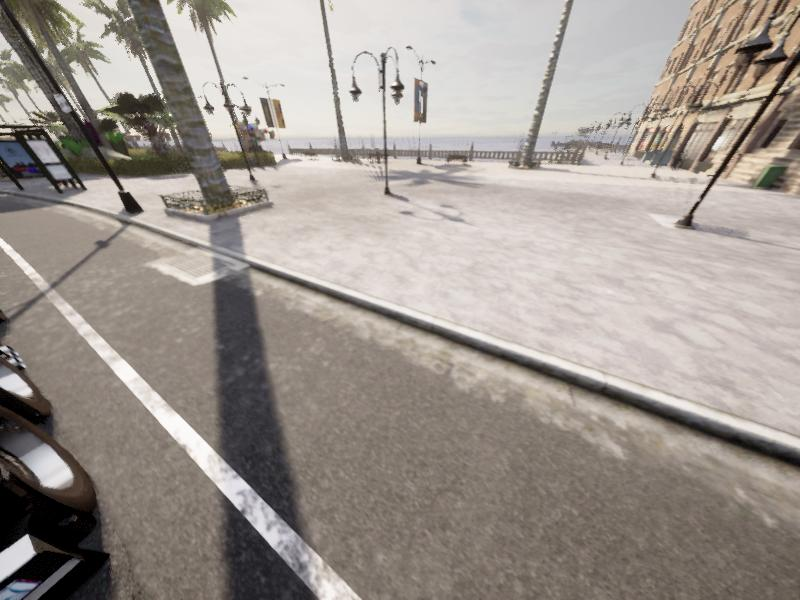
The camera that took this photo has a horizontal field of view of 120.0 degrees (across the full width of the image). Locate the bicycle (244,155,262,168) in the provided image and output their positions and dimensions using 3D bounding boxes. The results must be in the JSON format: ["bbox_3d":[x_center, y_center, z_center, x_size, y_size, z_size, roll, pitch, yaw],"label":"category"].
[{"bbox_3d":[-14.002,-13.210,21.971,1.643,1.024,0.373,17,39,24],"label":"bicycle"}]

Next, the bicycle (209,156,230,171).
[{"bbox_3d":[-15.463,-11.694,19.810,1.643,1.024,0.373,17,39,24],"label":"bicycle"}]

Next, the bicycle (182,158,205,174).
[{"bbox_3d":[-16.438,-10.683,18.369,1.643,1.024,0.373,17,39,24],"label":"bicycle"}]

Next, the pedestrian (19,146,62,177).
[{"bbox_3d":[-25.750,-9.926,16.585,0.751,1.860,0.751,13,37,19],"label":"pedestrian"}]

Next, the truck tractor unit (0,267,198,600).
[{"bbox_3d":[-5.120,-0.290,0.777,6.516,4.208,3.053,18,39,24],"label":"truck tractor unit"}]
